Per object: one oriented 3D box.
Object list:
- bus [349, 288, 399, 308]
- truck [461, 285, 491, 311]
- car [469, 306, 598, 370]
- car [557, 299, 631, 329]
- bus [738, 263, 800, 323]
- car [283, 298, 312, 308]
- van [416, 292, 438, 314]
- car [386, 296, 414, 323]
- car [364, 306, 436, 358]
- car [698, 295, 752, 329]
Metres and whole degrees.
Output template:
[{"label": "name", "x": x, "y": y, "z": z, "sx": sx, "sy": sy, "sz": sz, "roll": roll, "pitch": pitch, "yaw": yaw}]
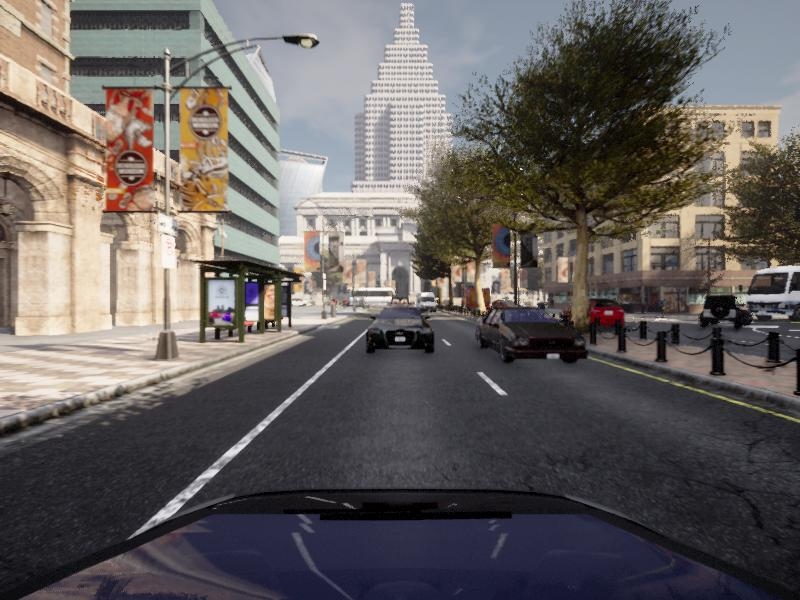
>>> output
[{"label": "bus", "x": -5.466, "y": -0.480, "z": 85.918, "sx": 10.273, "sy": 4.253, "sz": 3.944, "roll": 0, "pitch": 0, "yaw": 0}, {"label": "truck", "x": 11.509, "y": -0.281, "z": 61.475, "sx": 2.891, "sy": 3.827, "sz": 8.468, "roll": 0, "pitch": 0, "yaw": 0}, {"label": "car", "x": 3.504, "y": 0.903, "z": 11.798, "sx": 2.033, "sy": 1.411, "sz": 5.357, "roll": 0, "pitch": 0, "yaw": 0}, {"label": "car", "x": 11.496, "y": 0.773, "z": 24.194, "sx": 2.242, "sy": 1.667, "sz": 4.611, "roll": 0, "pitch": 0, "yaw": 0}, {"label": "bus", "x": 32.454, "y": -0.516, "z": 30.408, "sx": 10.273, "sy": 4.253, "sz": 3.944, "roll": 0, "pitch": 0, "yaw": -1}, {"label": "car", "x": -21.964, "y": 0.630, "z": 85.864, "sx": 5.566, "sy": 2.045, "sz": 2.150, "roll": 0, "pitch": 0, "yaw": 0}, {"label": "van", "x": 3.307, "y": 0.356, "z": 50.028, "sx": 1.988, "sy": 2.561, "sz": 5.915, "roll": 0, "pitch": 0, "yaw": -3}, {"label": "car", "x": 0.005, "y": 0.668, "z": 29.732, "sx": 1.905, "sy": 1.878, "sz": 3.866, "roll": 0, "pitch": 0, "yaw": 0}, {"label": "car", "x": 0.007, "y": 0.917, "z": 13.148, "sx": 1.994, "sy": 1.385, "sz": 4.181, "roll": 0, "pitch": 0, "yaw": 0}, {"label": "car", "x": 19.756, "y": 0.662, "z": 24.281, "sx": 3.866, "sy": 1.878, "sz": 1.905, "roll": 0, "pitch": -1, "yaw": -41}]
